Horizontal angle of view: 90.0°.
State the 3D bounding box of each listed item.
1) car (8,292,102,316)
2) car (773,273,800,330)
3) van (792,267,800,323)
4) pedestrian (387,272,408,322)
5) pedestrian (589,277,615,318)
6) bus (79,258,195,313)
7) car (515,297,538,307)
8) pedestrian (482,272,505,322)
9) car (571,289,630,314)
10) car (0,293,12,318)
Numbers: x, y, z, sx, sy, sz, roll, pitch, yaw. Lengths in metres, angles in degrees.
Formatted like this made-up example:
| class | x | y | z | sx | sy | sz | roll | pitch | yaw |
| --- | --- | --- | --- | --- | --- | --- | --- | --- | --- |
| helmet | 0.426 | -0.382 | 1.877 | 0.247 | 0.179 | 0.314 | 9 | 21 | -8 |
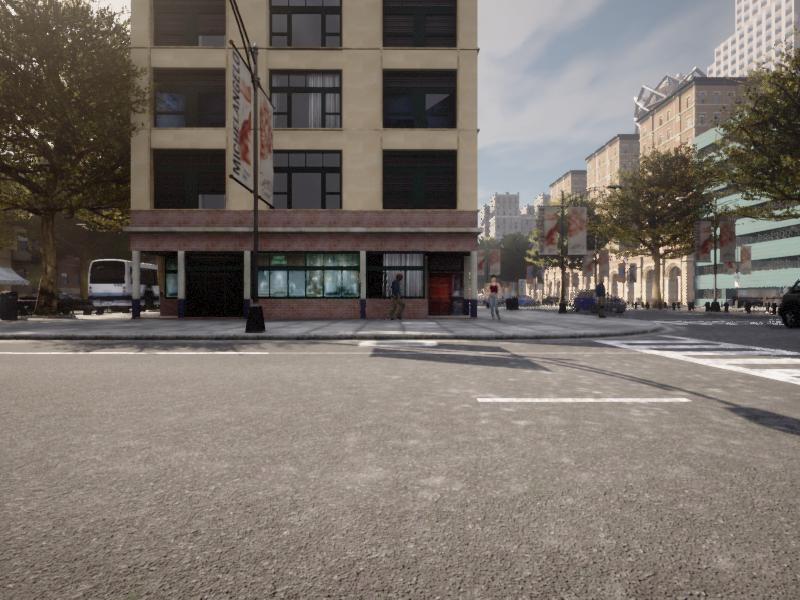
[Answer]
| class | x | y | z | sx | sy | sz | roll | pitch | yaw |
| --- | --- | --- | --- | --- | --- | --- | --- | --- | --- |
| car | -23.034 | 0.236 | 27.050 | 2.128 | 1.511 | 4.902 | 0 | 0 | -1 |
| car | 13.554 | 0.055 | 11.897 | 1.932 | 1.855 | 4.605 | 1 | 0 | 20 |
| van | 18.622 | -0.222 | 14.516 | 2.351 | 2.431 | 6.366 | 0 | 0 | -2 |
| pedestrian | -0.097 | -0.115 | 15.301 | 0.751 | 1.860 | 0.751 | 0 | 0 | -3 |
| pedestrian | 9.334 | -0.115 | 18.472 | 0.751 | 1.860 | 0.751 | 0 | 0 | -20 |
| bus | -23.249 | -1.134 | 36.536 | 3.944 | 4.253 | 10.273 | 0 | 0 | 0 |
| car | 18.210 | 0.270 | 57.785 | 1.812 | 1.442 | 4.674 | 0 | 0 | 0 |
| pedestrian | 3.648 | -0.115 | 15.581 | 0.751 | 1.860 | 0.751 | 0 | 0 | 23 |
| car | 14.872 | 0.095 | 30.005 | 2.097 | 1.767 | 4.553 | 0 | 0 | 0 |
| car | -23.088 | 0.295 | 20.081 | 2.033 | 1.411 | 5.357 | 0 | 0 | 0 |
